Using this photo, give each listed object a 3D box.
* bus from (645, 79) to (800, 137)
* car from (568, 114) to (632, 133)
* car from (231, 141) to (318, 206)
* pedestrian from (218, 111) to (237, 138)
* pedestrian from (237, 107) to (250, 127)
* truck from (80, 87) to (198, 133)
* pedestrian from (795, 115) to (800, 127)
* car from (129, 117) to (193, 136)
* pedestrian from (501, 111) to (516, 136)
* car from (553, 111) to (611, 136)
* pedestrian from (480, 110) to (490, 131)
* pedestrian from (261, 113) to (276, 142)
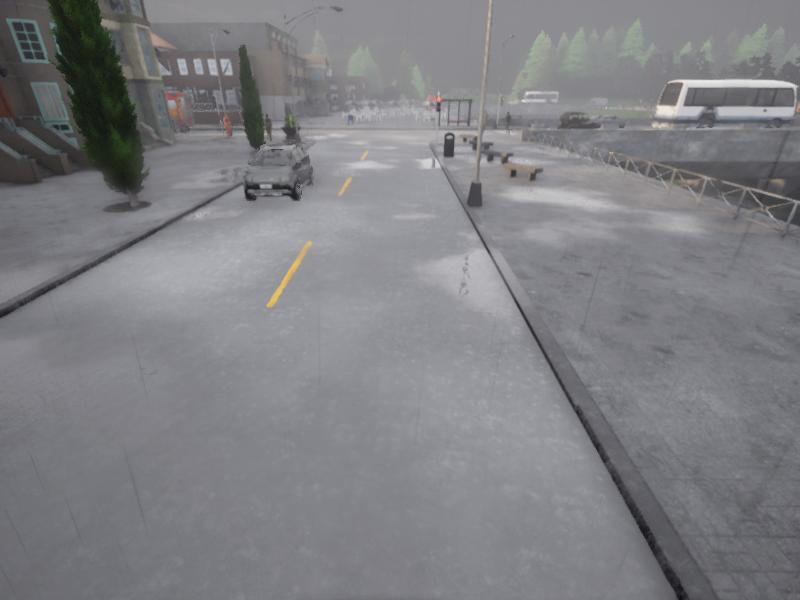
[{"bbox_3d":[28.073,-16.606,34.655,10.273,4.253,3.944,1,27,1],"label":"bus"},{"bbox_3d":[19.169,-17.029,38.511,4.902,1.511,2.128,1,27,1],"label":"car"},{"bbox_3d":[-4.112,-4.493,13.825,1.789,1.549,3.705,0,27,0],"label":"car"},{"bbox_3d":[-13.646,-13.879,31.658,0.751,1.860,0.751,9,28,17],"label":"pedestrian"},{"bbox_3d":[-16.808,-19.679,43.056,0.751,1.860,0.751,5,27,10],"label":"pedestrian"},{"bbox_3d":[-24.732,-18.246,38.356,8.468,3.827,2.891,0,27,-1],"label":"truck"},{"bbox_3d":[42.840,-19.272,42.248,0.751,1.860,0.751,6,28,11],"label":"pedestrian"},{"bbox_3d":[-21.009,-15.307,35.289,4.181,1.385,1.994,0,27,1],"label":"car"},{"bbox_3d":[8.925,-14.586,33.024,0.751,1.860,0.751,-7,28,-13],"label":"pedestrian"},{"bbox_3d":[15.745,-15.341,34.776,3.866,1.878,1.905,-1,27,-1],"label":"car"},{"bbox_3d":[8.425,-17.866,39.718,0.751,1.860,0.751,6,28,11],"label":"pedestrian"},{"bbox_3d":[-9.480,-12.472,28.892,0.751,1.860,0.751,-9,28,-17],"label":"pedestrian"}]
